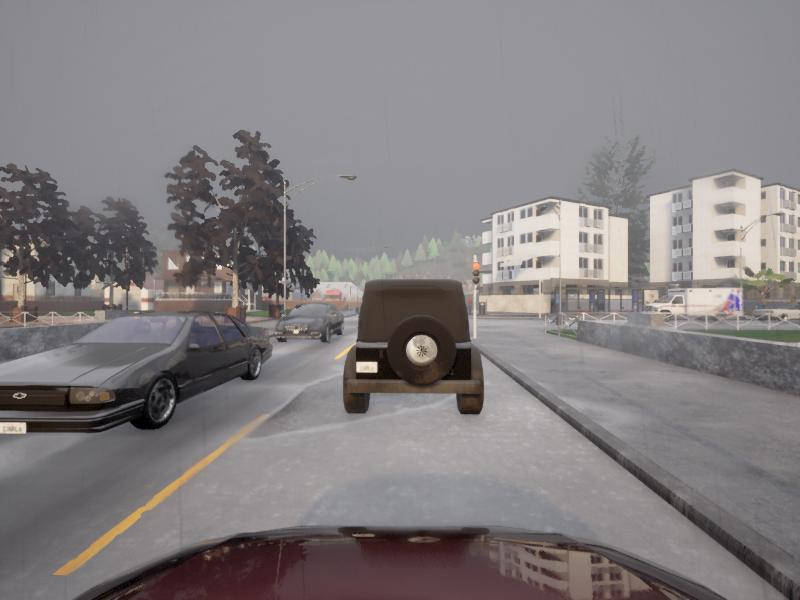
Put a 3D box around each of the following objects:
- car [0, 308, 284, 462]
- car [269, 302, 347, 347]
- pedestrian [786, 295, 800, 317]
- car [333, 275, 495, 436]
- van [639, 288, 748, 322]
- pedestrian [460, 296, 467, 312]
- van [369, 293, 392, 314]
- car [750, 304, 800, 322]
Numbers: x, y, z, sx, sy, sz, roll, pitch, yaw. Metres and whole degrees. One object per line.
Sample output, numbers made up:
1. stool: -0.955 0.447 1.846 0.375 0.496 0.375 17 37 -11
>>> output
1. car: -3.801 0.895 6.667 2.033 1.411 5.357 0 0 2
2. car: -3.460 0.844 16.118 1.837 1.490 4.892 0 0 2
3. pedestrian: 33.932 0.533 34.439 0.751 1.860 0.751 0 0 0
4. car: 0.220 0.646 6.640 1.905 1.878 3.866 0 0 2
5. van: 21.752 0.378 29.883 6.366 2.431 2.351 0 0 2
6. pedestrian: 7.465 0.426 47.293 0.751 1.860 0.751 0 0 4
7. van: -2.350 0.378 49.857 2.351 2.431 6.366 0 0 2
8. car: 29.156 0.944 29.630 4.718 1.301 1.895 0 0 2
